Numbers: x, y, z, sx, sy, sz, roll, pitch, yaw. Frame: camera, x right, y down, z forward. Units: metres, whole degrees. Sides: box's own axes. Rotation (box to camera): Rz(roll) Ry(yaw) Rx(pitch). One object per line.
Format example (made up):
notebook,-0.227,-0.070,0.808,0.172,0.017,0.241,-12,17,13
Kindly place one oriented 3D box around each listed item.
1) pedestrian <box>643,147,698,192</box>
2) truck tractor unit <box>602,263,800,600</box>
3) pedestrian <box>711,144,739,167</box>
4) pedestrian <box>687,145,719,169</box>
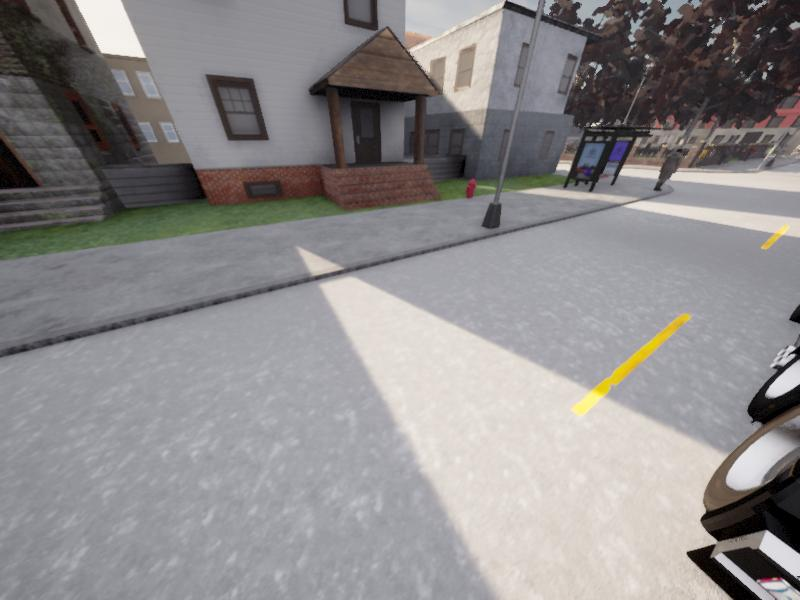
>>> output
pedestrian,13.424,-6.509,11.544,0.751,1.860,0.751,-3,35,-5
truck tractor unit,5.113,-0.295,0.794,6.516,4.208,3.053,-18,39,-24
pedestrian,32.290,-14.357,22.962,0.751,1.860,0.751,-19,39,-25
pedestrian,27.260,-12.889,20.821,0.751,1.860,0.751,7,35,9
